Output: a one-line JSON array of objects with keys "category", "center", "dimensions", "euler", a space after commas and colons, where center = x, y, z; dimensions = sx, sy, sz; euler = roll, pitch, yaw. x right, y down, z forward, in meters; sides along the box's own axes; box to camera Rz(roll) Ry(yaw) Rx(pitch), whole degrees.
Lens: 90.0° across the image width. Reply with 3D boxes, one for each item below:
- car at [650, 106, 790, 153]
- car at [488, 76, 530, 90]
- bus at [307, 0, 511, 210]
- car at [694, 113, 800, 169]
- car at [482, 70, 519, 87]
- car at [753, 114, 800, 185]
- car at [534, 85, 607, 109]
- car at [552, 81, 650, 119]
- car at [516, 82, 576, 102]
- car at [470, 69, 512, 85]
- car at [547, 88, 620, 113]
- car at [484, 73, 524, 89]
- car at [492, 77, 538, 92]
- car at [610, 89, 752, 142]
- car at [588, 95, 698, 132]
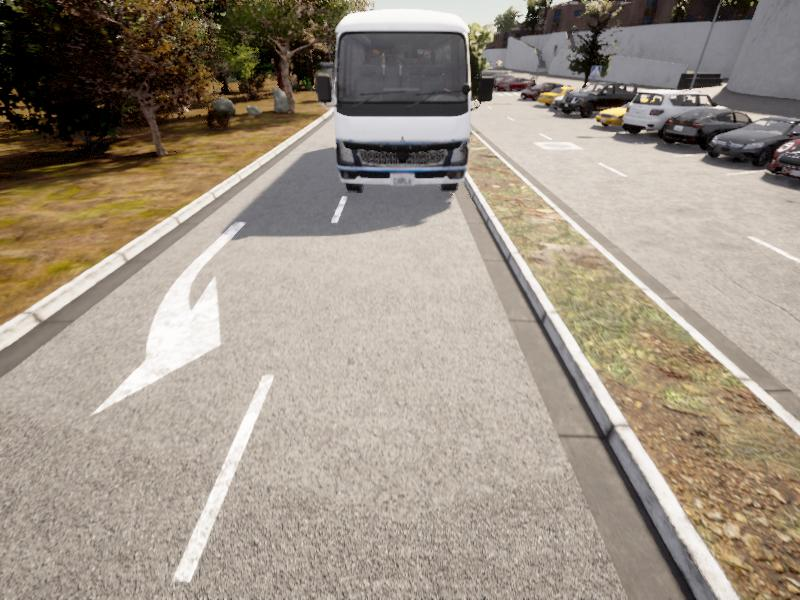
[{"category": "car", "center": [13.865, -7.527, 17.469], "dimensions": [4.792, 1.488, 2.163], "euler": [-10, 32, -17]}, {"category": "car", "center": [13.874, -27.592, 50.937], "dimensions": [4.674, 1.452, 2.002], "euler": [-10, 33, -17]}, {"category": "bus", "center": [0.151, -6.646, 13.205], "dimensions": [3.944, 4.253, 10.273], "euler": [0, 30, 0]}, {"category": "car", "center": [13.839, -5.981, 14.869], "dimensions": [4.674, 1.452, 2.002], "euler": [-10, 32, -17]}, {"category": "car", "center": [13.996, -30.922, 55.944], "dimensions": [4.442, 1.987, 1.878], "euler": [-10, 33, -17]}, {"category": "car", "center": [13.866, -4.616, 12.205], "dimensions": [4.553, 1.767, 2.185], "euler": [-10, 32, -18]}, {"category": "car", "center": [14.030, -16.804, 32.980], "dimensions": [5.366, 1.575, 1.946], "euler": [-10, 32, -17]}, {"category": "car", "center": [13.829, -13.882, 27.629], "dimensions": [5.566, 2.045, 2.435], "euler": [-10, 33, -17]}, {"category": "car", "center": [13.838, -19.837, 38.068], "dimensions": [4.792, 1.488, 2.163], "euler": [-10, 33, -17]}, {"category": "car", "center": [13.869, -33.999, 60.988], "dimensions": [5.566, 2.045, 2.435], "euler": [-10, 33, -17]}, {"category": "car", "center": [13.859, -15.187, 30.367], "dimensions": [4.674, 1.452, 2.002], "euler": [-10, 33, -17]}, {"category": "car", "center": [13.854, -29.270, 53.396], "dimensions": [4.553, 1.767, 2.185], "euler": [-10, 33, -17]}, {"category": "car", "center": [13.850, -26.041, 48.347], "dimensions": [4.792, 1.488, 2.163], "euler": [-10, 33, -17]}, {"category": "car", "center": [13.871, -9.293, 19.909], "dimensions": [5.566, 2.045, 2.435], "euler": [-10, 32, -17]}, {"category": "car", "center": [13.674, -10.574, 22.553], "dimensions": [5.366, 1.575, 1.946], "euler": [-10, 33, -17]}]
